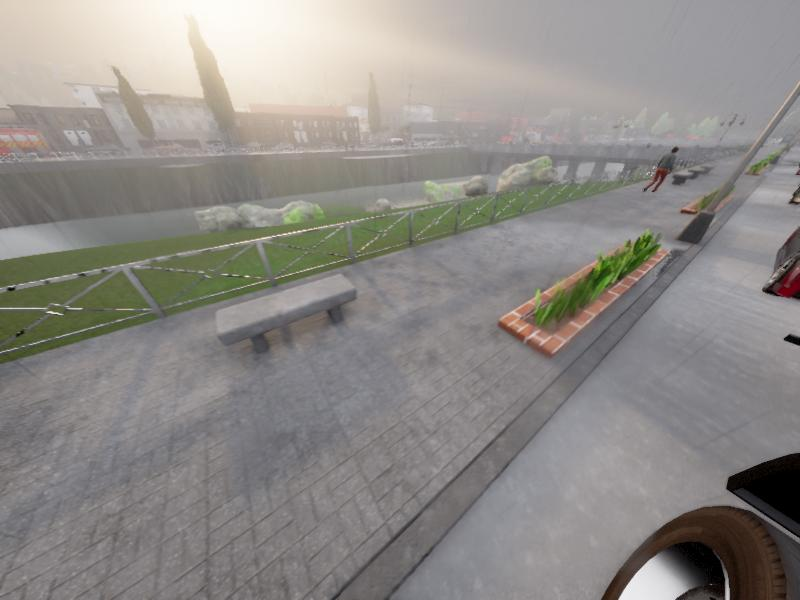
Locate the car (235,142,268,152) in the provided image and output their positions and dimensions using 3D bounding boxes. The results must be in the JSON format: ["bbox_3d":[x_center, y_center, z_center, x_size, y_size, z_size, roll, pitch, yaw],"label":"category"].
[{"bbox_3d":[-30.313,-31.373,47.233,5.238,1.638,1.930,-22,41,-28],"label":"car"}]

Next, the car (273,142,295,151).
[{"bbox_3d":[-25.183,-33.392,50.210,3.806,1.475,1.970,-22,41,-28],"label":"car"}]

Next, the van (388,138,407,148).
[{"bbox_3d":[-0.734,-40.767,60.039,4.480,2.038,2.069,-22,41,-28],"label":"van"}]

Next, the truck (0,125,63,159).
[{"bbox_3d":[-55.543,-21.995,32.179,8.468,3.827,2.891,-22,41,-28],"label":"truck"}]

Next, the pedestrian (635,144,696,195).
[{"bbox_3d":[11.566,-5.725,10.140,0.751,1.860,0.751,-8,36,-11],"label":"pedestrian"}]

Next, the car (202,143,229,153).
[{"bbox_3d":[-35.385,-29.236,44.374,3.806,1.475,1.970,-22,41,-28],"label":"car"}]

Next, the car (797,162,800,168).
[{"bbox_3d":[36.083,-12.137,19.648,4.193,1.474,1.816,-22,41,-28],"label":"car"}]

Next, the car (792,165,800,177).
[{"bbox_3d":[28.587,-9.108,15.350,4.514,1.525,2.007,-22,41,-28],"label":"car"}]

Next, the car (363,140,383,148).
[{"bbox_3d":[-7.052,-40.847,60.535,4.856,1.649,2.033,-22,41,-28],"label":"car"}]

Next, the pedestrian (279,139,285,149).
[{"bbox_3d":[-28.217,-37.305,55.254,0.751,1.860,0.751,-14,38,-19],"label":"pedestrian"}]

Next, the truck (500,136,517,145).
[{"bbox_3d":[38.646,-56.979,82.435,5.204,2.467,2.627,-22,41,-28],"label":"truck"}]

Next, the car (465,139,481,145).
[{"bbox_3d":[25.036,-53.910,78.886,5.238,1.638,1.930,-22,41,-28],"label":"car"}]

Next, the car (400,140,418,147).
[{"bbox_3d":[2.612,-44.760,66.078,4.974,1.542,2.038,-22,41,-28],"label":"car"}]

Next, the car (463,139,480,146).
[{"bbox_3d":[22.706,-50.148,73.558,5.238,1.638,1.930,-22,41,-28],"label":"car"}]

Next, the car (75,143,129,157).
[{"bbox_3d":[-47.772,-24.260,37.255,4.856,1.649,2.033,-22,41,-28],"label":"car"}]

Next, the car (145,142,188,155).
[{"bbox_3d":[-41.238,-26.916,40.989,5.027,1.651,2.152,-22,41,-28],"label":"car"}]

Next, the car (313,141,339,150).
[{"bbox_3d":[-17.398,-36.630,54.618,5.238,1.638,1.930,-23,41,-27],"label":"car"}]

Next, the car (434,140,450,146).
[{"bbox_3d":[13.208,-49.052,72.152,5.008,1.535,1.882,-22,41,-28],"label":"car"}]

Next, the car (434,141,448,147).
[{"bbox_3d":[11.998,-45.687,67.506,3.806,1.475,1.970,-22,41,-28],"label":"car"}]

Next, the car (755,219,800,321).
[{"bbox_3d":[8.036,-0.685,3.652,4.181,1.385,1.994,-22,41,-28],"label":"car"}]

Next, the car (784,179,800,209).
[{"bbox_3d":[17.322,-4.526,8.914,4.514,1.525,2.007,-22,41,-28],"label":"car"}]
